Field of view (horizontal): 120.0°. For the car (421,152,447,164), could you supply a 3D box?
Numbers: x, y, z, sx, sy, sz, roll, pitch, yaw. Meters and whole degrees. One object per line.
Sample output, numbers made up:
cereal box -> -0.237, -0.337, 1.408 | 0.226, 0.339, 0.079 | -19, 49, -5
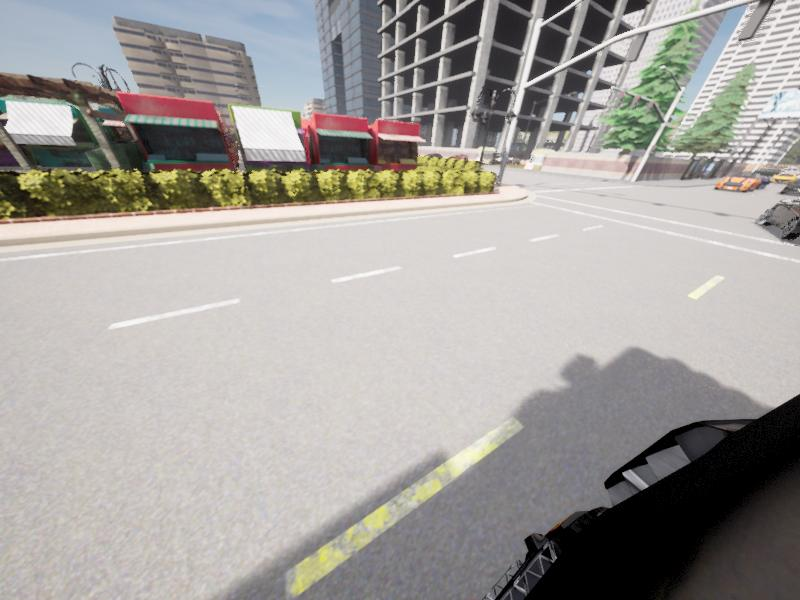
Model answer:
car -> 6.174, -26.076, 42.328 | 1.882, 1.535, 5.008 | -16, 38, -26

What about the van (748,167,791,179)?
van -> 81.617, -28.086, 51.099 | 1.775, 1.987, 4.442 | -15, 38, -25

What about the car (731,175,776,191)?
car -> 39.817, -13.272, 26.020 | 4.718, 1.301, 1.895 | -15, 38, -25

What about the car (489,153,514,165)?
car -> 19.623, -27.413, 44.862 | 1.905, 1.878, 3.866 | -15, 38, -26

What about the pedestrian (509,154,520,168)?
pedestrian -> 17.478, -21.202, 35.266 | 0.751, 1.860, 0.751 | -8, 35, -16

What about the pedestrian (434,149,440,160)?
pedestrian -> 7.916, -30.972, 49.249 | 0.751, 1.860, 0.751 | -15, 38, -25

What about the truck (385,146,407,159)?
truck -> -1.012, -33.529, 52.493 | 2.390, 2.098, 6.274 | -16, 38, -26

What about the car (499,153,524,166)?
car -> 22.181, -28.117, 46.130 | 1.905, 1.878, 3.866 | -15, 38, -26

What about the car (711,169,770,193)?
car -> 33.732, -11.808, 22.870 | 4.553, 1.767, 2.097 | -15, 38, -25

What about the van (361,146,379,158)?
van -> -6.263, -30.986, 48.288 | 2.069, 2.038, 4.480 | -16, 38, -26

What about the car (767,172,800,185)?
car -> 58.692, -18.549, 35.278 | 5.008, 1.535, 1.882 | -15, 38, -25

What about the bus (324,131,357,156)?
bus -> -13.701, -35.653, 52.736 | 3.944, 4.253, 10.273 | -16, 38, -26

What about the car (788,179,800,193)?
car -> 44.757, -12.490, 25.056 | 4.892, 1.490, 1.837 | -15, 38, -25

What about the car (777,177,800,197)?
car -> 38.482, -10.767, 21.953 | 4.892, 1.490, 1.837 | -15, 38, -26

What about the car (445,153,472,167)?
car -> 9.454, -22.826, 37.623 | 1.851, 1.617, 3.988 | -16, 38, -26

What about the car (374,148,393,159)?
car -> -3.663, -32.086, 50.534 | 2.152, 1.651, 5.027 | -16, 38, -26

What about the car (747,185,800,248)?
car -> 15.336, -2.978, 8.297 | 2.128, 1.511, 4.902 | 30, 42, 34

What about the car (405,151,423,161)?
car -> 2.825, -29.447, 47.133 | 1.789, 1.549, 3.705 | -16, 38, -26

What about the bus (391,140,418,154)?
bus -> 1.886, -61.536, 93.135 | 10.273, 4.253, 3.944 | -15, 38, -26

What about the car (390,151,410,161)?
car -> -0.085, -28.390, 45.472 | 1.994, 1.385, 4.181 | -16, 38, -26
